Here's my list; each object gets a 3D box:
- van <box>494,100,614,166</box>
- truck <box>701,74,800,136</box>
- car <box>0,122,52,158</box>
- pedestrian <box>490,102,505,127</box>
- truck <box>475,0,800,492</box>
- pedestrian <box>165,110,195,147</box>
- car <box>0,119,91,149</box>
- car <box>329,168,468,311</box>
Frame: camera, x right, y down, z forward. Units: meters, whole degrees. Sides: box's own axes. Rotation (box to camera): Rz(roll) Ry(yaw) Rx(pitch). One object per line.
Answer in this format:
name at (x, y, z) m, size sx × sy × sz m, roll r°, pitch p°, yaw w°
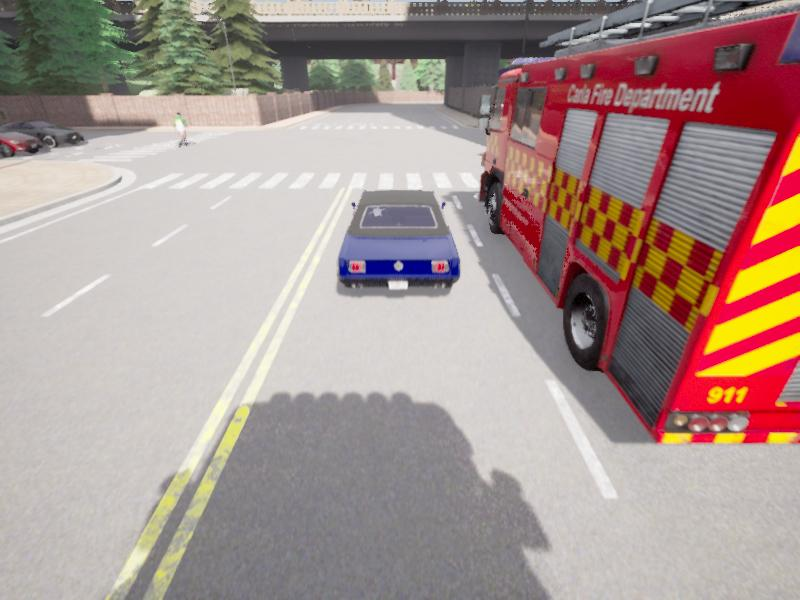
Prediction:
van at (7.345, -7.937, 18.820) m, size 6.366 × 2.431 × 2.351 m, roll -22°, pitch 31°, yaw -38°
truck at (27.341, -13.894, 28.511) m, size 8.468 × 3.827 × 2.891 m, roll 0°, pitch 28°, yaw 0°
car at (-20.072, -7.829, 19.523) m, size 4.193 × 1.474 × 1.816 m, roll 0°, pitch 28°, yaw -1°
pedestrian at (8.154, -15.560, 33.510) m, size 0.751 × 1.860 × 0.751 m, roll -9°, pitch 29°, yaw -17°
truck at (3.481, -2.064, 6.195) m, size 2.891 × 3.827 × 8.468 m, roll 0°, pitch 28°, yaw 0°
pedestrian at (-12.340, -9.639, 22.491) m, size 0.751 × 1.860 × 0.751 m, roll 5°, pitch 28°, yaw 10°
car at (-20.510, -9.405, 22.626) m, size 4.181 × 1.385 × 1.994 m, roll -1°, pitch 28°, yaw -2°
car at (-0.028, -1.516, 7.867) m, size 1.895 × 1.301 × 4.718 m, roll 0°, pitch 28°, yaw 0°
